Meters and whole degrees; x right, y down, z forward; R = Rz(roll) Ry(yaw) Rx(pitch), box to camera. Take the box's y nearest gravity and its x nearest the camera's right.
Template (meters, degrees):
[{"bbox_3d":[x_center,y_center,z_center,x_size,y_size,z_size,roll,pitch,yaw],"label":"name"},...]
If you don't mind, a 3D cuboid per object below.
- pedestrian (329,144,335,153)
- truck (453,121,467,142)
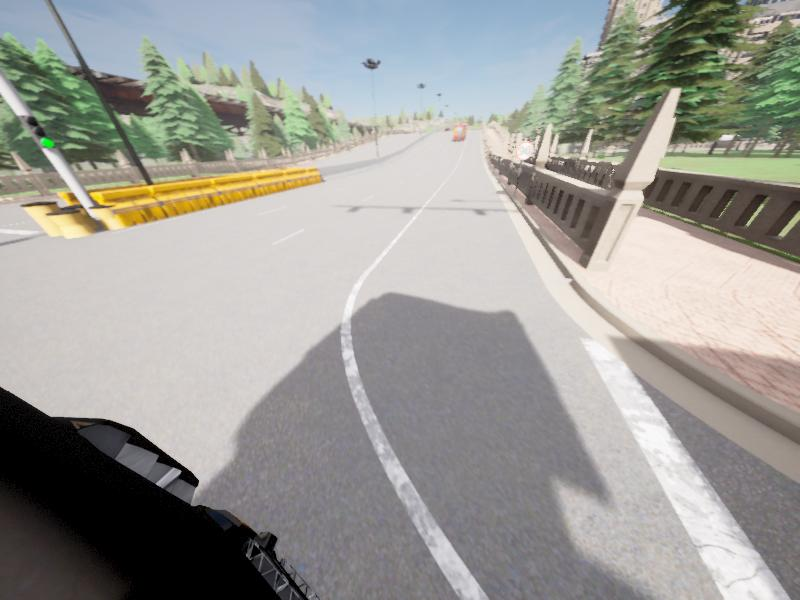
[{"bbox_3d":[-16.024,-35.928,54.733,0.751,1.860,0.751,7,34,13],"label":"pedestrian"},{"bbox_3d":[15.986,-44.720,61.079,2.891,3.827,8.468,7,41,13],"label":"truck"}]
